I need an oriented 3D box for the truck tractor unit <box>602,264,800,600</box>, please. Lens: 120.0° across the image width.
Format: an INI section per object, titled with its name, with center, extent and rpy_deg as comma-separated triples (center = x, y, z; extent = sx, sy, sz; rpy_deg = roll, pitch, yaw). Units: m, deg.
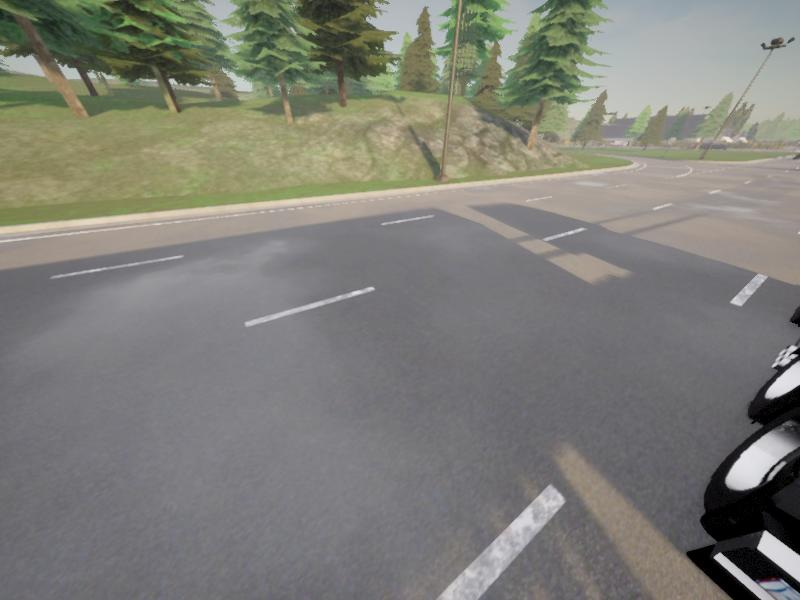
[truck tractor unit]
center = 5.110, -0.301, 0.786
extent = 6.516, 4.208, 3.053
rpy_deg = -18, 39, -24
